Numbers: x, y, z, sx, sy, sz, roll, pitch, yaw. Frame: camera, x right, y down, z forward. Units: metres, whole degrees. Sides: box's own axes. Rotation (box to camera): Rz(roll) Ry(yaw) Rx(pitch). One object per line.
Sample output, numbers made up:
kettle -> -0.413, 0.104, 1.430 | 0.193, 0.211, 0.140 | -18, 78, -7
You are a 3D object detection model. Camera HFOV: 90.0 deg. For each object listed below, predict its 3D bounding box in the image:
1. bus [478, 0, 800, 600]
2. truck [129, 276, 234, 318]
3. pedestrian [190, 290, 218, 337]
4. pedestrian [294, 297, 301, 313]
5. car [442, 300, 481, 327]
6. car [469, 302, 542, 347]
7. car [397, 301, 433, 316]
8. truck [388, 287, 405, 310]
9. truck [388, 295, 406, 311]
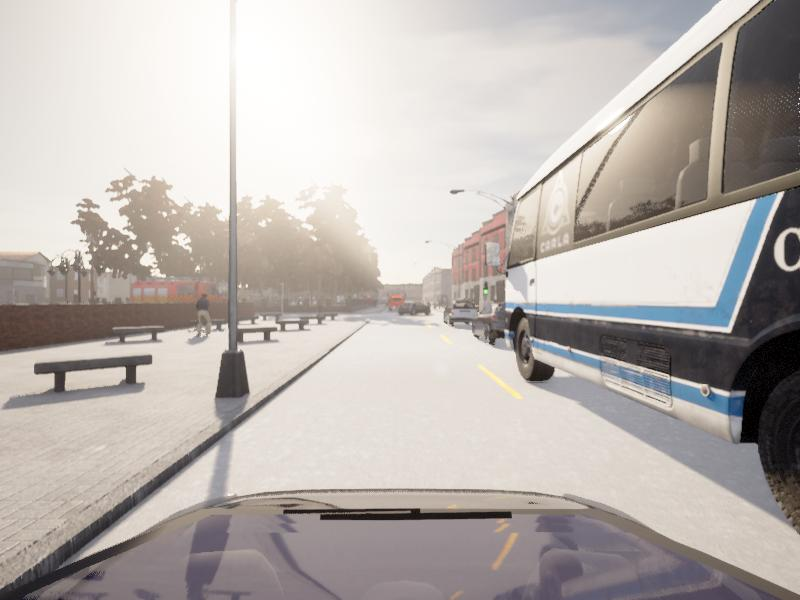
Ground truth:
bus -> 3.845, -0.528, 4.375 | 3.944, 4.253, 10.273 | 0, 0, 0
truck -> -20.908, -0.281, 38.616 | 8.468, 3.827, 2.891 | 0, 0, -1
pedestrian -> -7.948, 0.549, 16.258 | 0.751, 1.860, 0.751 | 0, 0, 0
pedestrian -> -12.286, 0.582, 47.951 | 0.751, 1.860, 0.751 | 0, 0, 0
car -> 3.818, 0.814, 25.624 | 1.851, 1.617, 3.988 | 0, 0, -1
car -> 3.895, 0.843, 15.434 | 1.845, 1.501, 3.633 | 0, 0, 0
car -> 1.616, 0.896, 43.171 | 1.970, 1.475, 3.806 | 0, 0, 40
truck -> -0.590, -0.249, 71.832 | 2.891, 3.827, 8.468 | 0, 0, 0
truck -> -0.518, 0.419, 62.670 | 2.627, 2.467, 5.204 | 0, 0, -1
